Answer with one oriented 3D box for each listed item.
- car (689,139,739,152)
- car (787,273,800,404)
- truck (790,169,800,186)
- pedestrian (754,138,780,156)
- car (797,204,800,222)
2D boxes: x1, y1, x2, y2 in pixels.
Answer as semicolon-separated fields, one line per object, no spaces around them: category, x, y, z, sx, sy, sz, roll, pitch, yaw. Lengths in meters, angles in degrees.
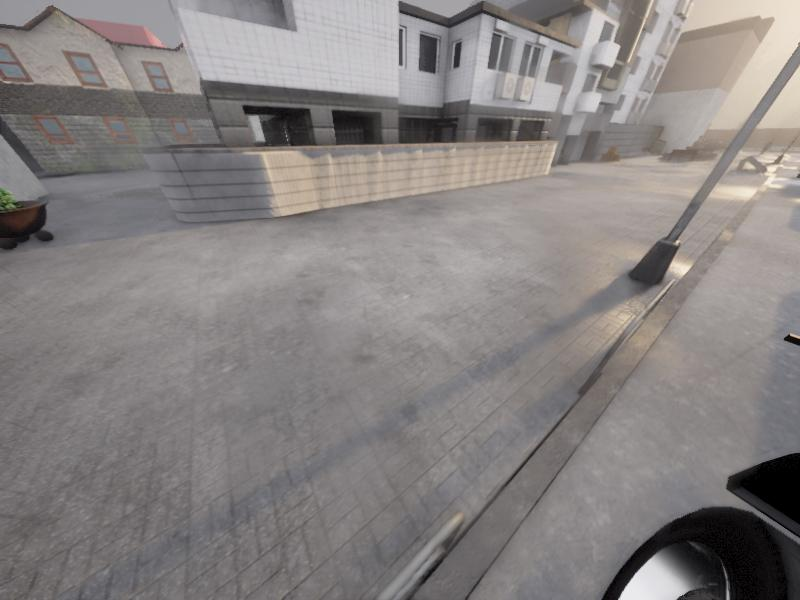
car;53.208;-26.305;39.240;2.097;1.767;4.553;-22;41;-28
car;6.533;0.176;2.494;4.718;1.301;1.895;-22;40;-28
truck;24.755;-7.750;12.526;5.204;2.467;2.627;-23;41;-27
pedestrian;44.630;-18.583;28.079;0.751;1.860;0.751;-15;38;-20
car;14.990;-3.298;7.281;4.181;1.385;1.994;-22;41;-28
